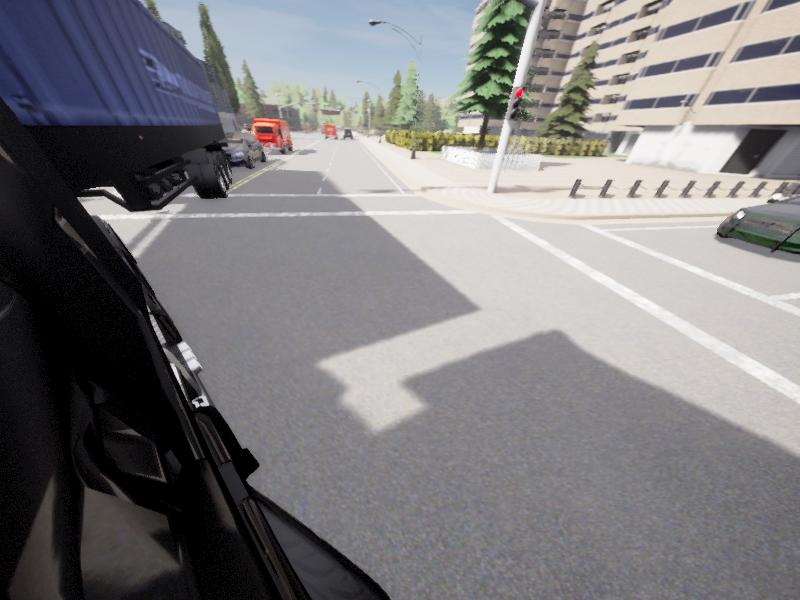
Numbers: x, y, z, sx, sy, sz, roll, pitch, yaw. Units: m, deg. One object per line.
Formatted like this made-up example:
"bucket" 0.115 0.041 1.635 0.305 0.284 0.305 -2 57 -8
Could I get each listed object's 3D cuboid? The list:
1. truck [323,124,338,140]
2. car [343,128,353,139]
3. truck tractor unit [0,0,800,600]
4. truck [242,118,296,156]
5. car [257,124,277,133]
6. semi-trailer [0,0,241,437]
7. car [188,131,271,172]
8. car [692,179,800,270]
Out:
"truck" -14.454 -35.239 48.475 2.627 2.467 5.204 -5 37 -10
"car" -12.523 -40.057 55.501 2.150 2.045 5.566 -5 37 -10
"truck tractor unit" -2.645 -0.295 0.351 6.516 4.208 3.053 28 44 30
"truck" -11.506 -14.773 20.896 2.627 2.467 5.204 -5 37 -10
"car" -40.366 -52.034 70.100 4.553 1.767 2.097 -5 37 -10
"semi-trailer" -6.692 -4.449 5.549 2.717 4.402 14.254 -14 40 -21
"car" -9.808 -9.029 13.887 2.242 1.667 4.611 -5 37 -10
"car" 11.303 -2.079 5.994 4.974 1.542 2.038 -4 37 -9
